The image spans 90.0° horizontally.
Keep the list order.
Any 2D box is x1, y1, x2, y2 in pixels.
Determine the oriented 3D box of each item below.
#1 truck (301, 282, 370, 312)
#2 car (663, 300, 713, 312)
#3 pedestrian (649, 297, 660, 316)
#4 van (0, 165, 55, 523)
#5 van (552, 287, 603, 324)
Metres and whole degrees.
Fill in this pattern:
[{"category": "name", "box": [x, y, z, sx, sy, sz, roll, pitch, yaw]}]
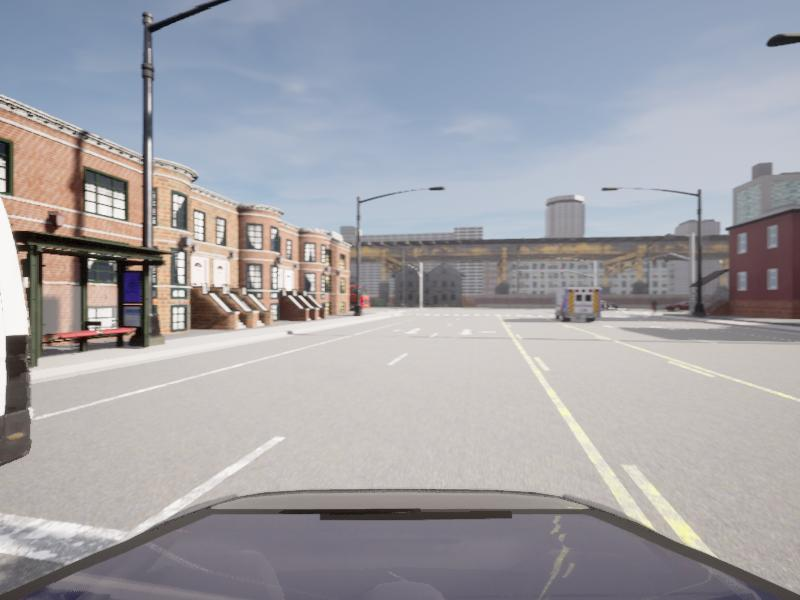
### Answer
[{"category": "truck", "box": [-8.428, -0.394, 52.300, 8.468, 3.827, 2.891, 0, 0, 12]}, {"category": "car", "box": [37.993, 0.838, 52.876, 5.008, 1.535, 1.882, 0, 0, 12]}, {"category": "pedestrian", "box": [24.986, 0.642, 39.293, 0.751, 1.860, 0.751, 0, 0, 11]}, {"category": "van", "box": [-4.769, 0.312, 0.802, 1.988, 2.561, 5.915, 0, 0, 22]}, {"category": "van", "box": [13.223, 0.370, 30.291, 2.351, 2.431, 6.366, 0, 0, 12]}]
